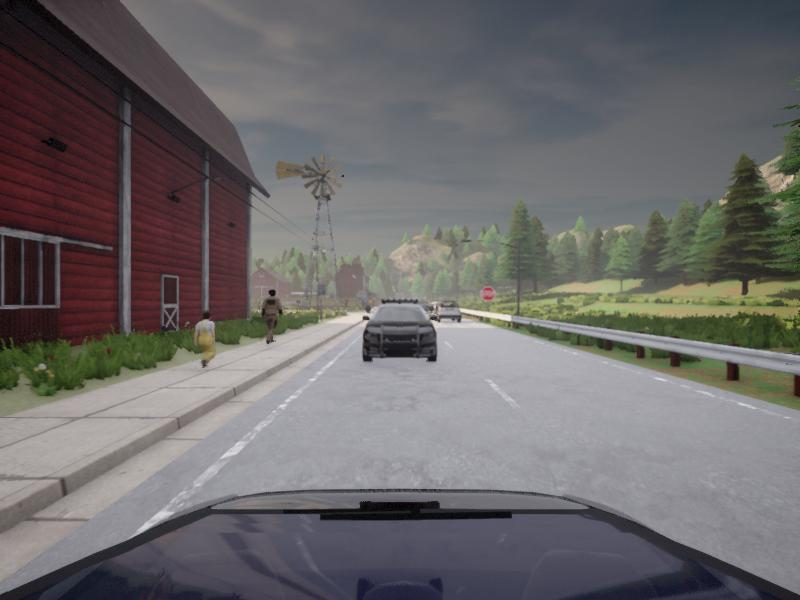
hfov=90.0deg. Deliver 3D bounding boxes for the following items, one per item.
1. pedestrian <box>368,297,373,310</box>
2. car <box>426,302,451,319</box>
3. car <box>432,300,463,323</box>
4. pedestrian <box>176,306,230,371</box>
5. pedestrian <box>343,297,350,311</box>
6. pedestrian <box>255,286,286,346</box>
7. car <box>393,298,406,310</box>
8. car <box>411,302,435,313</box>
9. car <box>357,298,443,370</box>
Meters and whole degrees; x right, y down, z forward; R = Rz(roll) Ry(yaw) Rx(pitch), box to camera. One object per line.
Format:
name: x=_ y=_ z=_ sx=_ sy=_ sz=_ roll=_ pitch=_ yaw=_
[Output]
pedestrian: x=-4.255 y=0.537 z=57.474 sx=0.751 sy=1.860 sz=0.751 roll=0 pitch=0 yaw=-3
car: x=3.482 y=0.903 z=36.651 sx=1.812 sy=1.442 sz=4.674 roll=0 pitch=0 yaw=0
car: x=3.488 y=0.816 z=29.937 sx=1.851 sy=1.617 sz=3.988 roll=0 pitch=0 yaw=0
pedestrian: x=-4.110 y=0.773 z=8.405 sx=0.751 sy=1.300 sz=0.751 roll=0 pitch=0 yaw=0
pedestrian: x=-7.129 y=0.533 z=53.181 sx=0.751 sy=1.860 sz=0.751 roll=0 pitch=0 yaw=15
pedestrian: x=-4.143 y=0.497 z=12.830 sx=0.751 sy=1.860 sz=0.751 roll=0 pitch=0 yaw=-2
car: x=-0.036 y=0.630 z=68.318 sx=2.150 sy=2.045 sz=5.566 roll=0 pitch=0 yaw=0
car: x=3.068 y=0.955 z=52.643 sx=1.994 sy=1.385 sz=4.181 roll=0 pitch=0 yaw=19
car: x=-0.005 y=0.782 z=11.657 sx=1.930 sy=1.638 sz=5.238 roll=0 pitch=0 yaw=0
